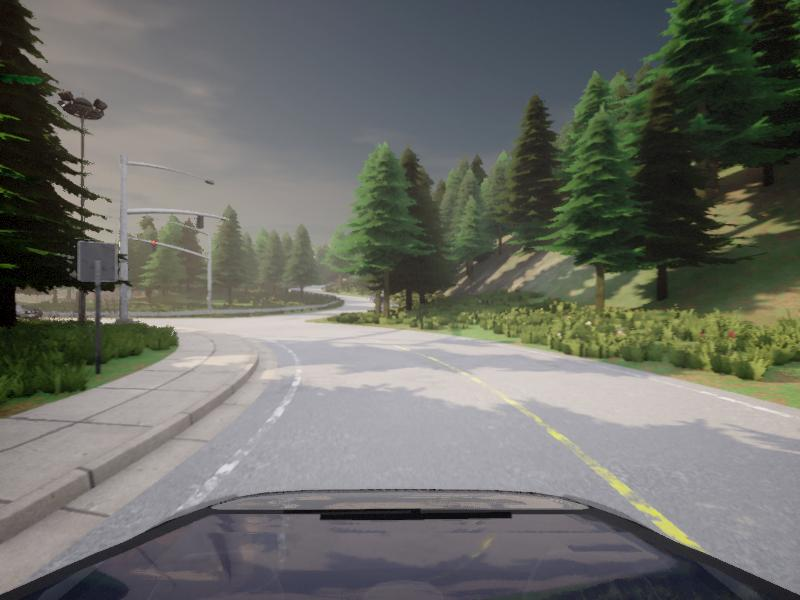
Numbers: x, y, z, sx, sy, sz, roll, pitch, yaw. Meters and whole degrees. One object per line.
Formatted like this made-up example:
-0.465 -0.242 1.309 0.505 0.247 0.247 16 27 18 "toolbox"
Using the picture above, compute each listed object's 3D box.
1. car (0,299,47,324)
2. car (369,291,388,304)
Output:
-28.160 0.784 28.096 5.027 1.651 2.152 0 0 4 "car"
-3.187 -0.393 58.118 1.882 1.535 5.008 0 4 -14 "car"
